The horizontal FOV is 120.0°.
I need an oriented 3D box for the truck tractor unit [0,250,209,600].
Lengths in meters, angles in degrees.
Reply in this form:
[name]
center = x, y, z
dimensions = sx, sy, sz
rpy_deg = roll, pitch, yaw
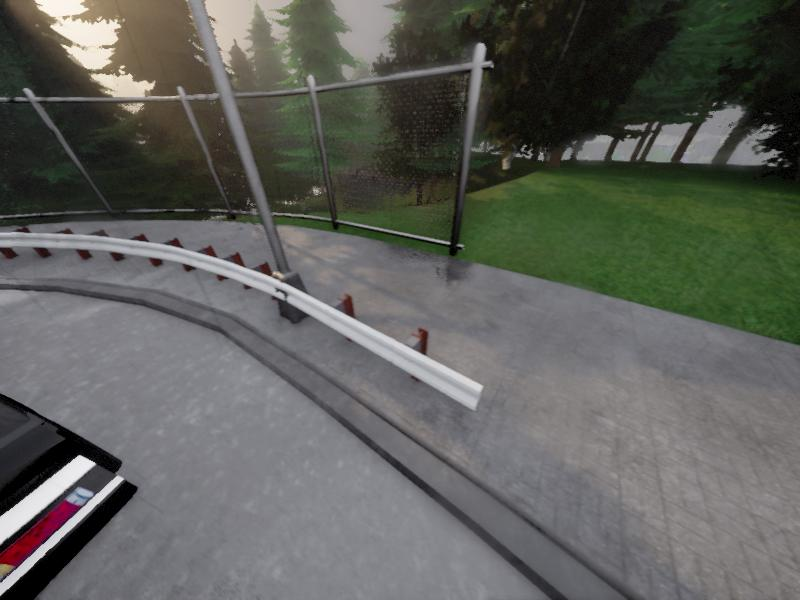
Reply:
[truck tractor unit]
center = -5.294, -0.053, 0.427
dimensions = 6.516, 4.208, 3.053
rpy_deg = 9, 36, 13
